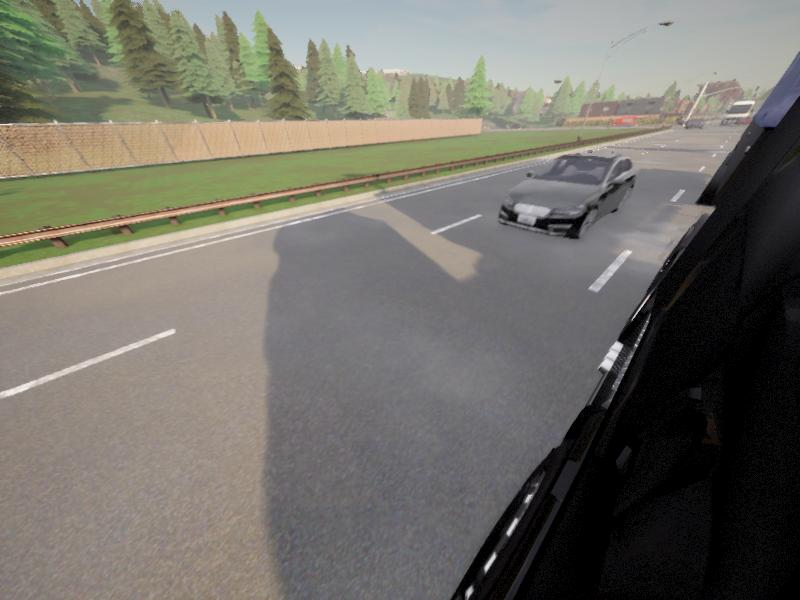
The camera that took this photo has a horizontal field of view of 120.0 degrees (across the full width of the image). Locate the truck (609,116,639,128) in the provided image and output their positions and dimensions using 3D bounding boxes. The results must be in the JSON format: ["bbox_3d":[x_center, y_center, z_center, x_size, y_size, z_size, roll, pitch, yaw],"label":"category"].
[{"bbox_3d":[63.910,-50.817,65.994,2.627,2.467,5.204,-28,44,-30],"label":"truck"}]

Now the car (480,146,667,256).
[{"bbox_3d":[4.601,-2.944,6.064,4.902,1.511,2.128,-28,44,-30],"label":"car"}]

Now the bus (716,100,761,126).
[{"bbox_3d":[77.553,-42.776,52.911,10.273,4.253,3.944,-29,44,-29],"label":"bus"}]

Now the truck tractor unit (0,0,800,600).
[{"bbox_3d":[2.645,-0.295,0.352,6.516,4.208,3.053,-28,44,-30],"label":"truck tractor unit"}]

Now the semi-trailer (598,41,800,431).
[{"bbox_3d":[8.694,-3.591,4.255,14.254,4.402,2.717,-28,44,-30],"label":"semi-trailer"}]
